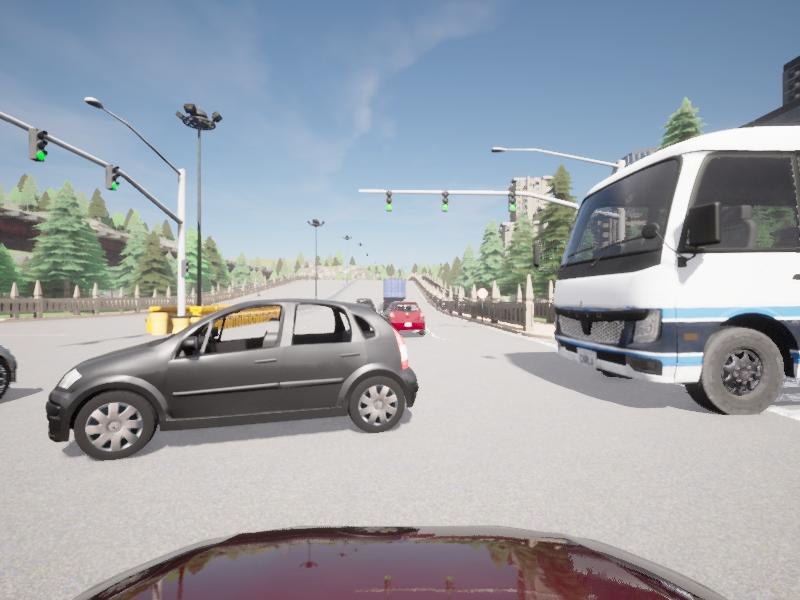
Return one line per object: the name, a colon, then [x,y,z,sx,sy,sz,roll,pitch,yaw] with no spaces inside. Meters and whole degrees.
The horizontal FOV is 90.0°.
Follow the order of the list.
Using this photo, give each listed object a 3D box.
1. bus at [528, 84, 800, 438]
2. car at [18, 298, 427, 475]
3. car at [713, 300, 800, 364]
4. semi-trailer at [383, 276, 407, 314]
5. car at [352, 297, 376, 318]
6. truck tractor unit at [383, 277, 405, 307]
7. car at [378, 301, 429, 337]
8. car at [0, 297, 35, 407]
bus: [8.063,-0.540,7.025,10.273,4.253,3.944,-1,0,-3]
car: [-1.851,0.788,5.124,3.988,1.617,1.851,0,0,-17]
car: [11.879,0.801,10.886,5.366,1.575,1.801,0,0,-1]
semi-trailer: [-0.742,-0.959,52.476,2.717,4.402,14.254,0,3,-1]
car: [-3.429,0.655,37.875,1.932,1.855,4.605,-1,1,-9]
truck tractor unit: [-0.923,-1.350,60.361,3.053,4.208,6.516,0,5,-1]
car: [0.061,0.827,18.953,1.845,1.501,3.633,0,0,-9]
car: [-7.056,0.780,4.064,2.152,1.651,5.027,0,0,-1]
